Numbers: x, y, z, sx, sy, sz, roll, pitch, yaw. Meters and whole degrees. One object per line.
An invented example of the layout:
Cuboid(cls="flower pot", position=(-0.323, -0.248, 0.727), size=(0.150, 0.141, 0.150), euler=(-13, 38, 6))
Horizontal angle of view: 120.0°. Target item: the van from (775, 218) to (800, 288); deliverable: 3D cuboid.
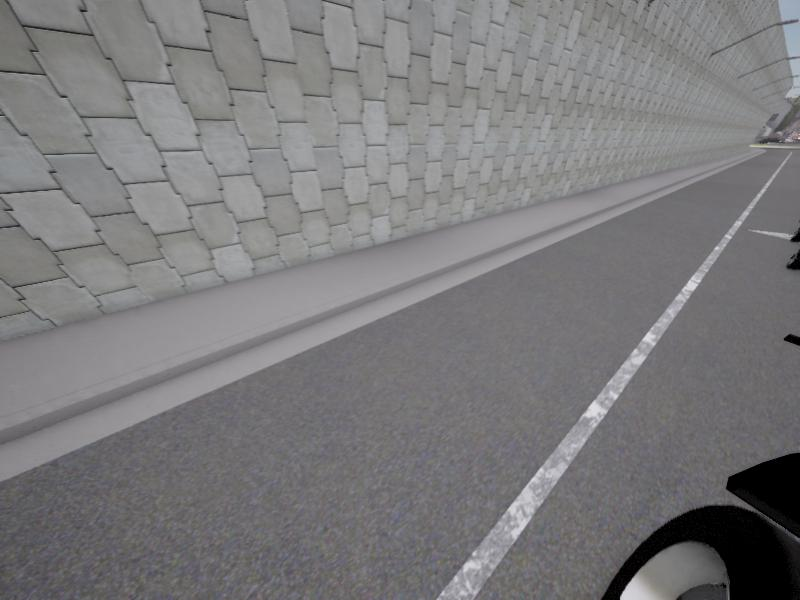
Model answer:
Cuboid(cls="van", position=(9.379, -1.489, 4.219), size=(4.442, 1.987, 1.775), euler=(-22, 41, -28))
